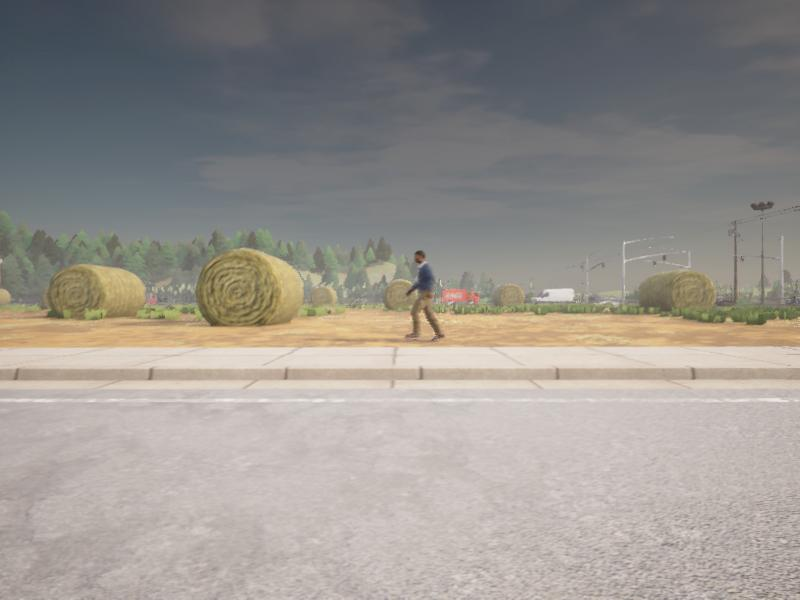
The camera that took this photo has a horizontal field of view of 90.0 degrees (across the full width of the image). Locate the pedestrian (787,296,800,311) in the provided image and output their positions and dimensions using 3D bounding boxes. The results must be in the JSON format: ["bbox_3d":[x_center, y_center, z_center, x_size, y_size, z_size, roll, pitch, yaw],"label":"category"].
[{"bbox_3d":[28.042,0.238,28.486,0.500,1.100,0.500,0,0,0],"label":"pedestrian"}]

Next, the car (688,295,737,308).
[{"bbox_3d":[36.954,0.181,47.520,2.038,1.542,4.974,0,0,3],"label":"car"}]

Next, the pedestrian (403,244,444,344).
[{"bbox_3d":[0.444,-0.114,7.843,0.751,1.860,0.751,0,0,-1],"label":"pedestrian"}]

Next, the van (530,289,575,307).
[{"bbox_3d":[22.190,-0.327,58.369,5.915,2.561,1.988,0,0,4],"label":"van"}]

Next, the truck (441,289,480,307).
[{"bbox_3d":[8.388,-0.268,55.755,5.204,2.467,2.627,0,0,4],"label":"truck"}]
